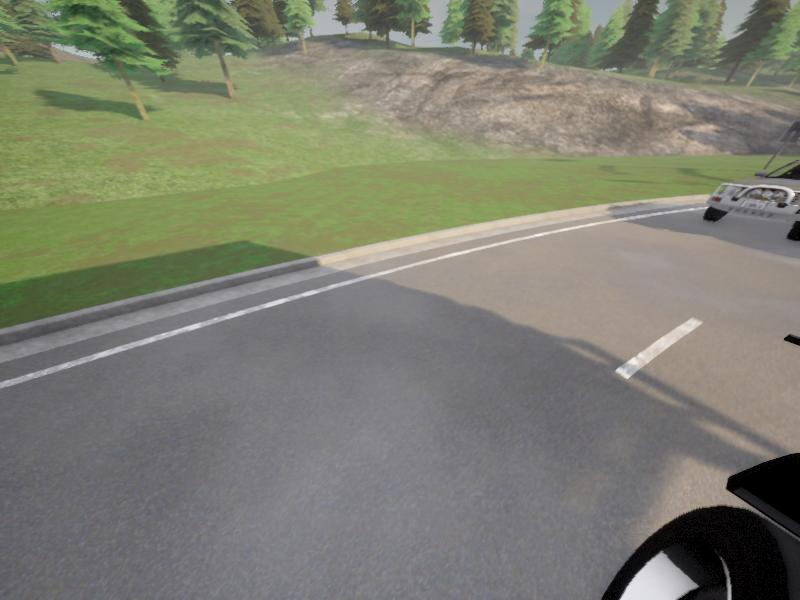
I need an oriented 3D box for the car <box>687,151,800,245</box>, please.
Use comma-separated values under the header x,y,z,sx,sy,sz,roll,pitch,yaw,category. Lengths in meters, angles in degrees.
x,y,z,sx,sy,sz,roll,pitch,yaw,category
11.418,-3.028,6.464,4.605,1.855,1.932,-10,36,-14,car
